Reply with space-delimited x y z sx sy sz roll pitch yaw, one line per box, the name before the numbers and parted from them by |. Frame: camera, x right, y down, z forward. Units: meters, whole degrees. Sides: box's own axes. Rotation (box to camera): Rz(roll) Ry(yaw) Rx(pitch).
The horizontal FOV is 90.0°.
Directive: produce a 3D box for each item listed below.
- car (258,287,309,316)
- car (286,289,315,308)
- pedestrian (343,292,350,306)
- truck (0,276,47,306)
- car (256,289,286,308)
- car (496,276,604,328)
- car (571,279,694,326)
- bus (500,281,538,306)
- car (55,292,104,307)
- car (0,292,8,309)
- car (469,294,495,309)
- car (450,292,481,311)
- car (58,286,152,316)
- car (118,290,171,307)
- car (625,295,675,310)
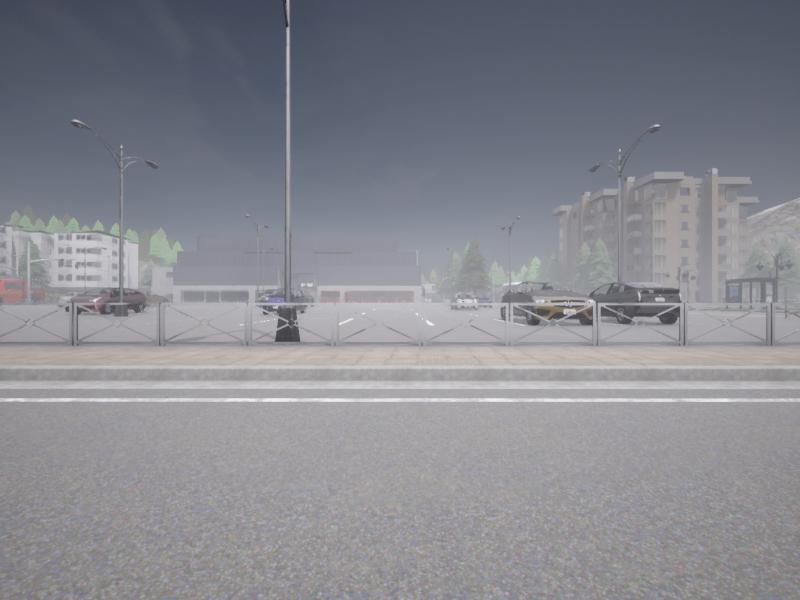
car | -6.528 0.063 22.762 1.845 1.501 3.633 0 0 0
car | -10.205 -0.159 41.299 1.932 1.855 4.605 0 0 0
pedestrian | -6.845 -0.130 51.020 0.751 1.860 0.751 0 0 0
truck | -50.630 -1.116 50.629 2.891 3.827 8.468 0 0 29
car | -13.109 -0.180 40.877 1.905 1.878 3.866 0 0 0
car | 5.345 0.074 15.130 2.152 1.636 5.027 0 0 0
car | 8.481 0.083 15.194 2.007 1.523 4.514 0 0 0
bus | 22.008 -1.139 74.763 3.944 4.253 10.273 0 0 -1
car | -32.319 -0.024 40.485 1.970 1.475 3.806 0 0 0
car | -35.957 0.042 33.423 2.007 1.523 4.514 0 0 0
car | 8.379 0.117 41.228 1.845 1.501 3.633 0 0 0
car | 5.426 0.128 33.796 1.970 1.475 3.806 0 0 0
car | -16.521 0.042 22.769 2.007 1.523 4.514 0 0 0
car | -25.903 -0.103 40.831 2.152 1.636 5.027 0 0 0
car | 25.833 0.251 41.535 2.163 1.488 4.792 0 0 -1
